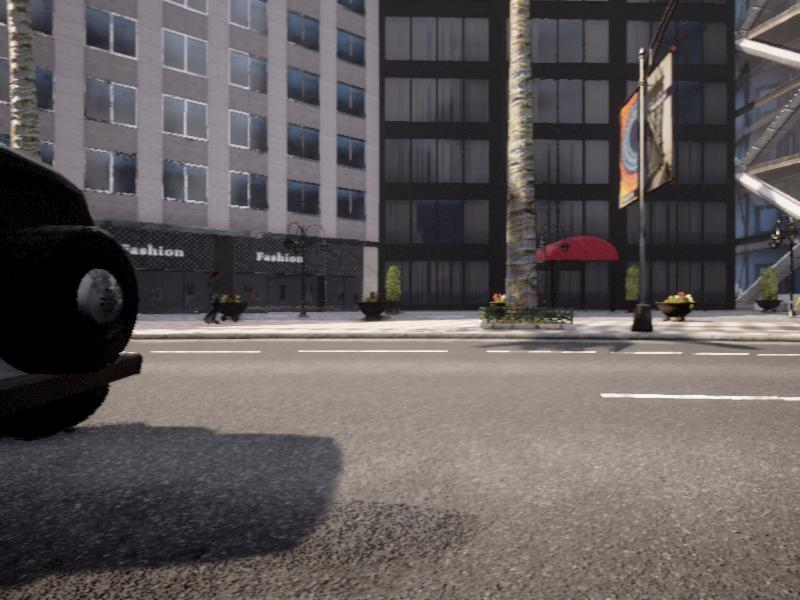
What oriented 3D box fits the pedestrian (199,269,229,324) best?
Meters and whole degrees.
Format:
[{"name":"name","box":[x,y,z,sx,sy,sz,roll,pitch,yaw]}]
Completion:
[{"name":"pedestrian","box":[-6.562,-0.118,14.139,0.751,1.860,0.751,0,0,-6]}]

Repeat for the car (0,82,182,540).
[{"name":"car","box":[-3.600,0.046,2.105,3.866,1.878,1.905,0,0,-3]}]

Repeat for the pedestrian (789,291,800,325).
[{"name":"pedestrian","box":[12.954,0.256,12.857,0.500,1.100,0.500,0,0,19]}]
